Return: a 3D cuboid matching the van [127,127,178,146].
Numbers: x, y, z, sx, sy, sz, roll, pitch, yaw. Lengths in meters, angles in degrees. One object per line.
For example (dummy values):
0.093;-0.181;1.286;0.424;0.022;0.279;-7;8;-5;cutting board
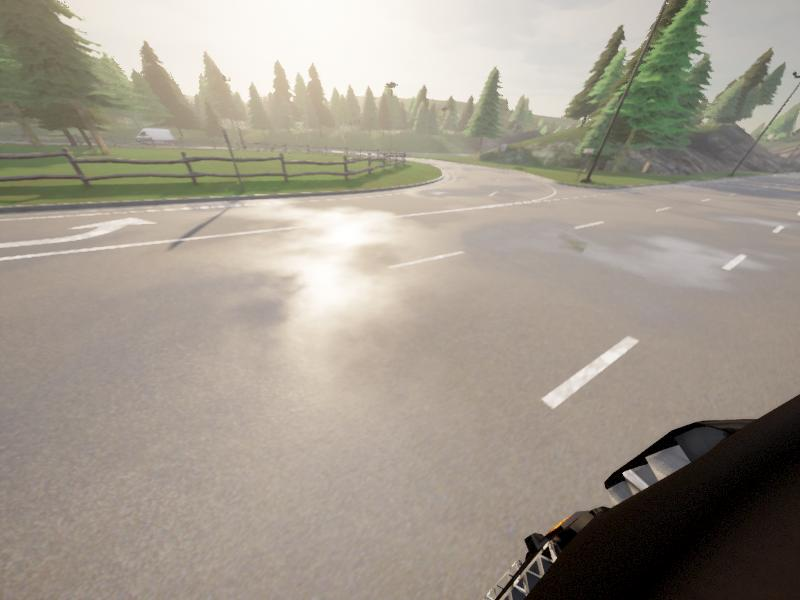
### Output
-46.882;-31.121;44.014;5.915;2.561;1.988;-16;38;-26;van
